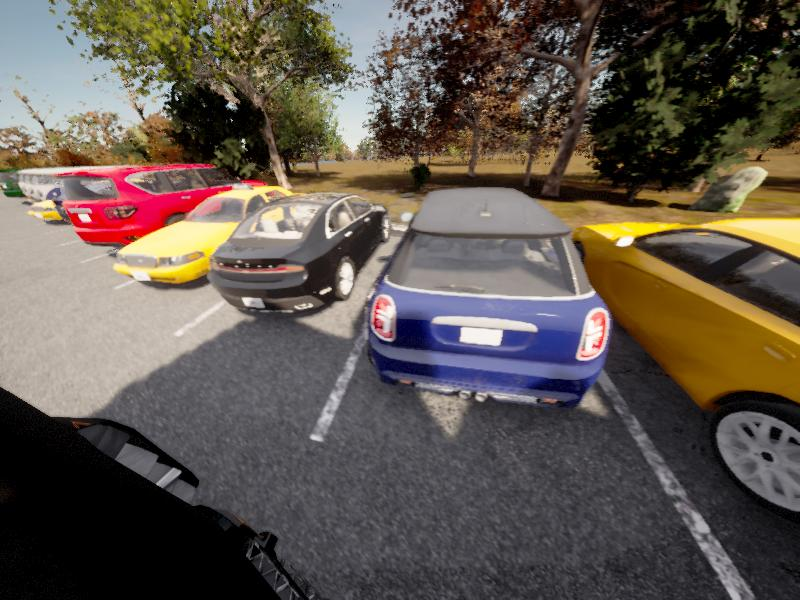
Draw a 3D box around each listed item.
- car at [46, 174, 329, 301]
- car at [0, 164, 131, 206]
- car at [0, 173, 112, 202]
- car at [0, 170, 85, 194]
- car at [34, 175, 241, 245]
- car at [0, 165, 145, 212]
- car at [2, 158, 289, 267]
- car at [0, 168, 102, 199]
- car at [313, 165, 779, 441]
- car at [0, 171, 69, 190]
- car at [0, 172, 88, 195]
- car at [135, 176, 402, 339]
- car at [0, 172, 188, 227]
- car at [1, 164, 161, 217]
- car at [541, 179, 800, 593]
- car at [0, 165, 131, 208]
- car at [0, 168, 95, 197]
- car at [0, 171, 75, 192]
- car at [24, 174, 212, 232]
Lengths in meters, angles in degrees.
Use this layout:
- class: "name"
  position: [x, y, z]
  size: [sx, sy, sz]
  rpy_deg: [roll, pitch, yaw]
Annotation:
- class: "car"
  position: [-4.113, -2.163, 6.113]
  size: [1.946, 1.575, 5.366]
  rpy_deg: [4, 34, 10]
- class: "car"
  position: [-24.457, -8.557, 16.878]
  size: [2.435, 2.045, 5.566]
  rpy_deg: [4, 34, 11]
- class: "car"
  position: [-26.991, -9.059, 18.357]
  size: [2.002, 1.452, 4.674]
  rpy_deg: [5, 34, 10]
- class: "car"
  position: [-37.851, -12.454, 24.239]
  size: [1.946, 1.575, 5.366]
  rpy_deg: [4, 34, 11]
- class: "car"
  position: [-9.176, -3.732, 8.931]
  size: [2.163, 1.488, 4.792]
  rpy_deg: [5, 34, 10]
- class: "car"
  position: [-19.387, -6.937, 14.087]
  size: [1.878, 1.987, 4.442]
  rpy_deg: [5, 34, 10]
- class: "car"
  position: [-6.637, -3.240, 7.486]
  size: [2.435, 2.045, 5.566]
  rpy_deg: [4, 34, 11]
- class: "car"
  position: [-29.556, -9.941, 19.584]
  size: [2.185, 1.767, 4.553]
  rpy_deg: [4, 34, 11]
- class: "car"
  position: [1.010, -0.858, 3.531]
  size: [2.185, 1.767, 4.553]
  rpy_deg: [4, 34, 10]
- class: "car"
  position: [-43.678, -14.091, 27.160]
  size: [2.231, 1.521, 4.892]
  rpy_deg: [5, 34, 10]
- class: "car"
  position: [-34.982, -11.442, 22.547]
  size: [2.163, 1.488, 4.792]
  rpy_deg: [5, 34, 10]
- class: "car"
  position: [-1.536, -1.509, 4.938]
  size: [2.231, 1.521, 4.892]
  rpy_deg: [4, 34, 10]
- class: "car"
  position: [-14.301, -5.193, 11.467]
  size: [1.946, 1.575, 5.366]
  rpy_deg: [5, 34, 10]
- class: "car"
  position: [-16.839, -6.177, 12.745]
  size: [1.878, 1.987, 4.442]
  rpy_deg: [5, 34, 10]
- class: "car"
  position: [3.575, -0.029, 2.312]
  size: [2.097, 1.535, 5.008]
  rpy_deg: [4, 34, 10]
- class: "car"
  position: [-21.935, -7.696, 15.429]
  size: [1.878, 1.987, 4.442]
  rpy_deg: [5, 34, 10]
- class: "car"
  position: [-32.080, -10.735, 20.978]
  size: [2.185, 1.767, 4.553]
  rpy_deg: [5, 34, 10]
- class: "car"
  position: [-40.784, -13.215, 25.618]
  size: [2.231, 1.521, 4.892]
  rpy_deg: [4, 34, 11]
- class: "car"
  position: [-11.718, -4.524, 10.321]
  size: [2.163, 1.488, 4.792]
  rpy_deg: [4, 34, 11]
